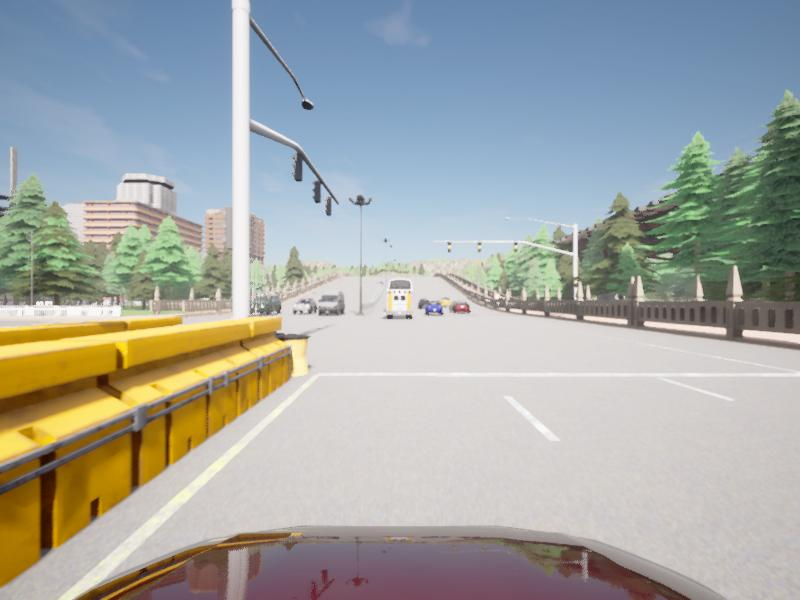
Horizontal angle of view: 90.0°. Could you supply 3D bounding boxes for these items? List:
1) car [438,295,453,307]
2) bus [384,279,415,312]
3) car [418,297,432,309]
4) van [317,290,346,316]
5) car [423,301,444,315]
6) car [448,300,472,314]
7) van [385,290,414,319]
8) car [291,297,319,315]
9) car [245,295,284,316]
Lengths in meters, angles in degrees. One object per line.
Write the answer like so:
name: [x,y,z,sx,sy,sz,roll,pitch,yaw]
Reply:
car: [7.105,0.119,63.372,1.801,1.575,5.366,0,4,0]
bus: [-0.056,-0.786,55.789,3.944,4.253,10.273,0,2,0]
car: [3.578,0.468,58.807,1.816,1.474,4.193,0,3,0]
van: [-6.964,0.294,41.188,1.988,2.561,5.915,0,0,0]
car: [3.543,0.823,42.826,1.816,1.474,4.193,0,0,0]
car: [7.049,0.810,47.565,2.163,1.488,4.792,0,0,0]
van: [-0.013,0.356,36.122,2.351,2.431,6.366,0,0,0]
car: [-10.455,0.619,44.385,1.932,1.855,4.605,0,0,0]
car: [-13.961,0.541,41.600,2.150,2.045,5.566,0,0,0]
